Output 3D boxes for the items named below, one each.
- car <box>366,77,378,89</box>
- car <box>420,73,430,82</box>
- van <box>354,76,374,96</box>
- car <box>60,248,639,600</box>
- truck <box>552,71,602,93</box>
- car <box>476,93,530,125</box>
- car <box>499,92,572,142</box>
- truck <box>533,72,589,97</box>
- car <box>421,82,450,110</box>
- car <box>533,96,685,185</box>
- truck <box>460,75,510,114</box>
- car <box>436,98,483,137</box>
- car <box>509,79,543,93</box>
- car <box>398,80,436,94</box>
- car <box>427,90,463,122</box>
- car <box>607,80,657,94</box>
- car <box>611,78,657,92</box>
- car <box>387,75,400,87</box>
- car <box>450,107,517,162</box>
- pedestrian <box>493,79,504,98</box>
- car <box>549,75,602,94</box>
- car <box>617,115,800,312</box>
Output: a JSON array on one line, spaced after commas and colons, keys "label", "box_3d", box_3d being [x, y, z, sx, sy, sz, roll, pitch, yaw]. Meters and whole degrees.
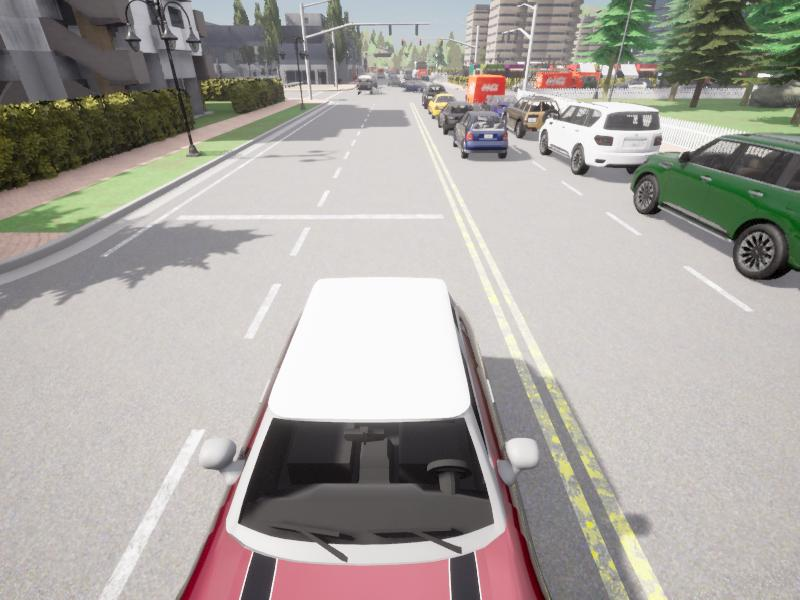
[{"label": "car", "box_3d": [-4.519, -35.126, 64.628, 1.789, 1.549, 3.705, 0, 30, -1]}, {"label": "car", "box_3d": [5.615, -51.022, 91.787, 1.930, 1.638, 5.238, 0, 30, -1]}, {"label": "van", "box_3d": [-4.310, -26.296, 49.043, 2.069, 2.038, 4.480, 0, 30, -1]}, {"label": "car", "box_3d": [-0.172, 1.065, 2.755, 1.970, 1.475, 3.806, 0, 30, 0]}, {"label": "truck", "box_3d": [23.856, -29.599, 54.287, 5.204, 2.467, 2.627, -1, 30, -2]}, {"label": "car", "box_3d": [6.505, -12.430, 25.844, 2.163, 1.488, 4.792, 0, 30, -1]}, {"label": "car", "box_3d": [6.582, -9.309, 20.105, 1.932, 1.855, 4.605, 0, 30, -1]}, {"label": "truck", "box_3d": [18.851, -25.429, 47.128, 5.204, 2.467, 2.627, -1, 30, -2]}, {"label": "car", "box_3d": [2.903, -17.075, 33.405, 1.932, 1.855, 4.605, 0, 30, -1]}, {"label": "car", "box_3d": [6.666, -5.726, 13.801, 2.150, 2.045, 5.566, 0, 30, -1]}, {"label": "truck", "box_3d": [6.431, -16.072, 31.103, 2.627, 2.467, 5.204, 0, 30, -1]}, {"label": "car", "box_3d": [3.064, -9.828, 21.393, 1.816, 1.474, 4.193, 0, 30, -1]}, {"label": "car", "box_3d": [17.068, -29.143, 54.348, 3.988, 1.617, 1.851, 0, 30, 0]}, {"label": "car", "box_3d": [2.174, -27.998, 52.512, 2.163, 1.488, 4.792, -24, 38, -35]}, {"label": "car", "box_3d": [2.984, -13.395, 27.397, 1.801, 1.575, 5.366, 0, 30, -1]}, {"label": "car", "box_3d": [29.864, -27.542, 51.686, 4.974, 1.542, 2.038, -1, 30, -2]}, {"label": "car", "box_3d": [31.959, -29.397, 54.748, 4.856, 1.649, 2.033, -1, 30, -2]}, {"label": "car", "box_3d": [-1.074, -37.603, 68.655, 2.097, 1.767, 4.553, 0, 30, -1]}, {"label": "car", "box_3d": [3.140, -6.677, 15.916, 1.789, 1.549, 3.705, 0, 30, -1]}, {"label": "pedestrian", "box_3d": [10.951, -23.554, 44.475, 0.751, 1.860, 0.751, -2, 30, -3]}, {"label": "car", "box_3d": [22.418, -27.627, 51.318, 5.566, 2.045, 2.150, -1, 30, -2]}, {"label": "car", "box_3d": [6.757, -2.044, 7.494, 2.150, 2.045, 5.566, 0, 30, -1]}]
